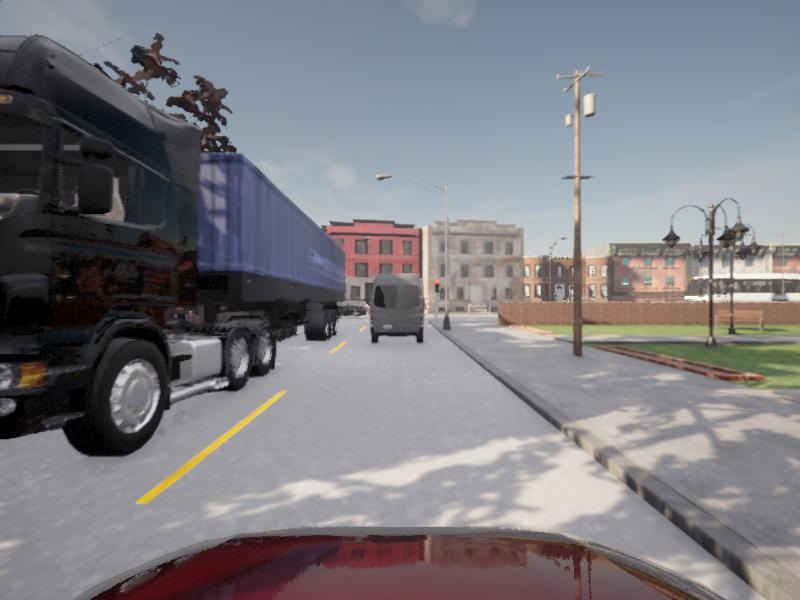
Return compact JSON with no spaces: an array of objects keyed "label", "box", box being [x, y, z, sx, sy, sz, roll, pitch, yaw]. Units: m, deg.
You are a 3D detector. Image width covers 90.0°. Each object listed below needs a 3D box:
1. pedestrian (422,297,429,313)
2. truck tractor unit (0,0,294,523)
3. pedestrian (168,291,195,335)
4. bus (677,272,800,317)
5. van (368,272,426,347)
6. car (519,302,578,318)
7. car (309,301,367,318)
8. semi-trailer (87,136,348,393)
[{"label":"pedestrian","box":[2.895,0.546,45.429,0.751,1.860,0.751,0,0,2]},{"label":"truck tractor unit","box":[-4.005,-0.521,6.074,3.053,4.208,6.516,0,0,0]},{"label":"pedestrian","box":[-9.265,0.538,16.958,0.751,1.860,0.751,0,0,-1]},{"label":"bus","box":[34.464,-0.522,40.341,10.273,4.253,3.944,0,0,0]},{"label":"van","box":[-0.069,0.327,16.725,1.988,2.561,5.915,0,0,1]},{"label":"car","box":[13.468,0.880,36.468,4.674,1.442,1.812,0,0,0]},{"label":"car","box":[-5.570,0.833,36.452,5.008,1.535,1.882,0,0,0]},{"label":"semi-trailer","box":[-4.064,-0.614,13.988,2.717,4.402,14.254,0,0,0]}]
